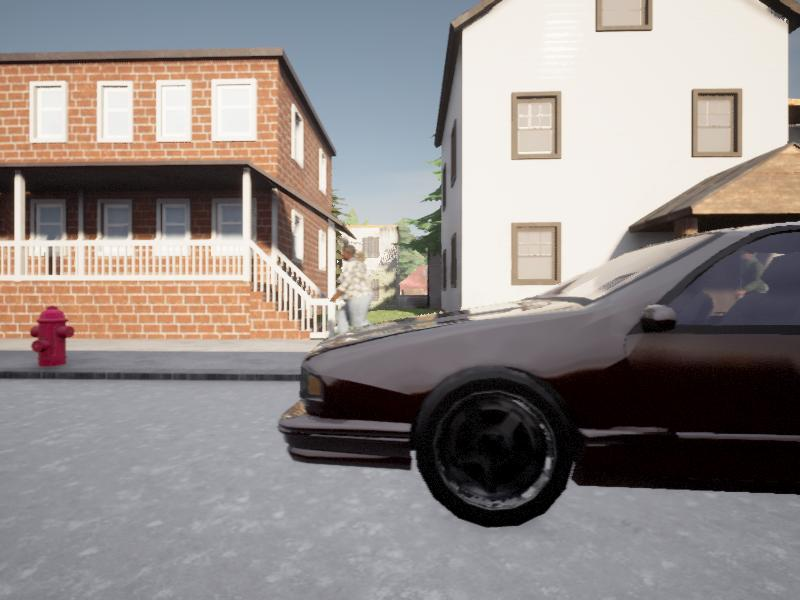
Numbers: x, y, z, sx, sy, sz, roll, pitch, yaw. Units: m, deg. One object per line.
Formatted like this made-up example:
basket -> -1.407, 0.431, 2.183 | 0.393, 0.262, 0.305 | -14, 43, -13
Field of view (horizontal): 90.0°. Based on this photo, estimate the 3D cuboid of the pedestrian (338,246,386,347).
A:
pedestrian -> -0.721, -0.069, 7.791 | 0.751, 1.860, 0.751 | 0, 0, 11

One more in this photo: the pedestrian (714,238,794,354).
pedestrian -> 6.038, -0.063, 6.877 | 0.751, 1.860, 0.751 | 0, 0, 10

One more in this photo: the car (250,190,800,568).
car -> 2.130, 0.296, 2.459 | 5.357, 1.411, 2.033 | 0, 0, 5

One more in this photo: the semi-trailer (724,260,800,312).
semi-trailer -> 35.527, -1.190, 35.298 | 2.717, 4.402, 14.254 | 0, 0, 2

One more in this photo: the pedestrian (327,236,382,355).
pedestrian -> -0.737, -0.069, 6.702 | 0.751, 1.860, 0.751 | 0, 0, 9
